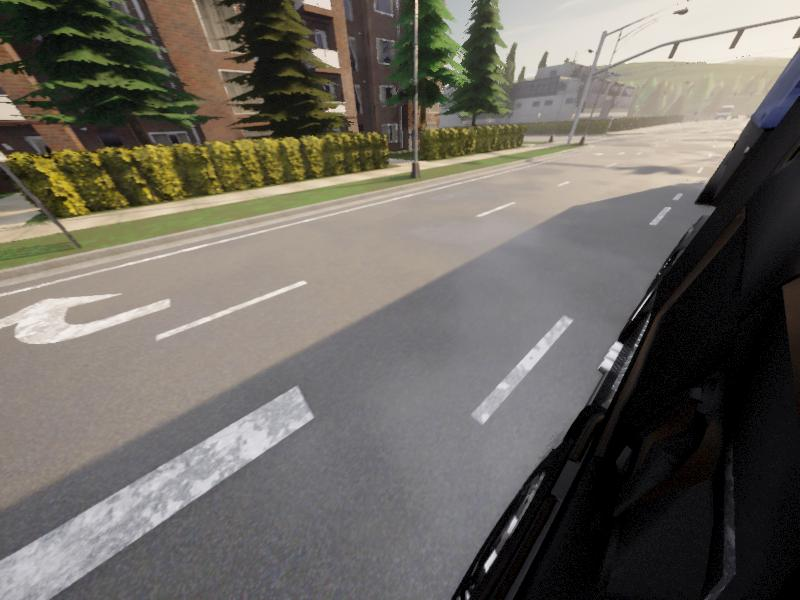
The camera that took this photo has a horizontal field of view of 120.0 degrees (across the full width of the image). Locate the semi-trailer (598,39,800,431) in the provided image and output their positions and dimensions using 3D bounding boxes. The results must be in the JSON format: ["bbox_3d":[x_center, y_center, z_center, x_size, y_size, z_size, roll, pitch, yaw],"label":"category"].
[{"bbox_3d":[8.676,-3.615,4.258,14.254,4.402,2.717,-28,44,-30],"label":"semi-trailer"}]

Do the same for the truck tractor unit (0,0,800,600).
[{"bbox_3d":[2.645,-0.295,0.351,6.516,4.208,3.053,-28,44,-30],"label":"truck tractor unit"}]
